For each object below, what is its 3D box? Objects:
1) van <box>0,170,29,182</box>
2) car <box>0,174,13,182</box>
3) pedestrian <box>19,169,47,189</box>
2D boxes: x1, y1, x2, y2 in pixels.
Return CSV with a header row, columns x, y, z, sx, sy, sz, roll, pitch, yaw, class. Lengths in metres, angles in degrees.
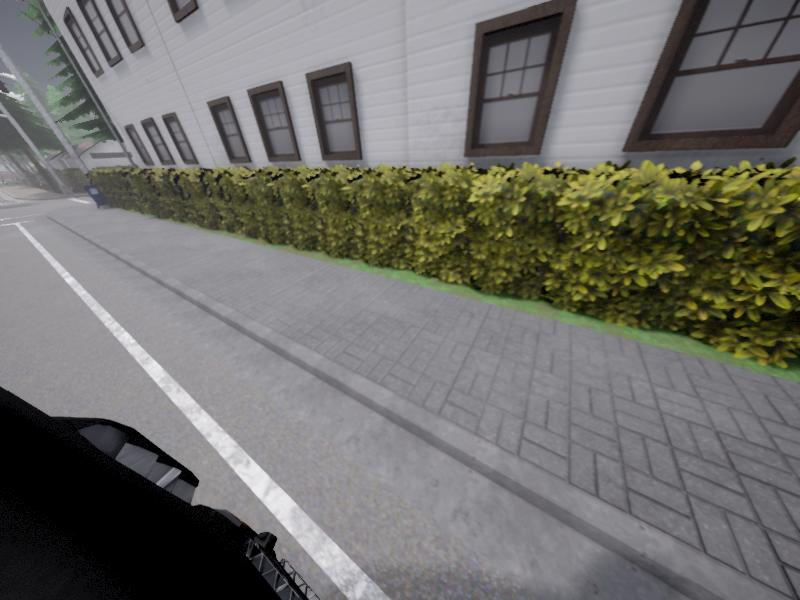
x,y,z,sx,sy,sz,roll,pitch,yaw,class
-88.954,-28.235,52.508,1.775,1.987,4.442,17,38,27,van
-87.304,-25.855,49.272,1.812,1.442,4.674,17,38,27,car
-39.941,-13.167,25.172,0.751,1.860,0.751,15,38,26,pedestrian
